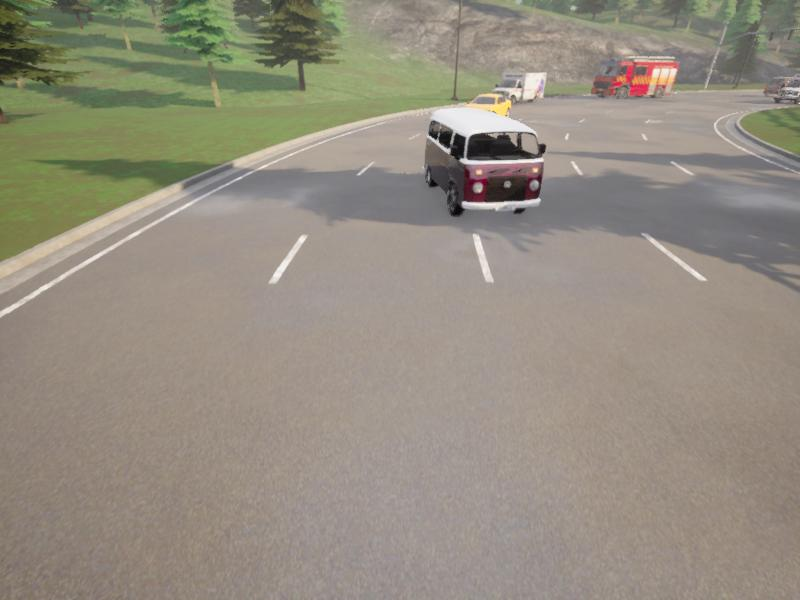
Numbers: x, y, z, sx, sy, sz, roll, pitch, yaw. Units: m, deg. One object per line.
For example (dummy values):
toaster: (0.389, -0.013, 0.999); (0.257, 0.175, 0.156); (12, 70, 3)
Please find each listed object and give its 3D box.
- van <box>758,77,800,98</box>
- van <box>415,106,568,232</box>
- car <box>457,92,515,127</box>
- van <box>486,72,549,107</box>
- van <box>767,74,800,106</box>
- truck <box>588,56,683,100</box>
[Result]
van: (42.939, -23.793, 44.717); (4.442, 1.987, 1.775); (-10, 32, -16)
van: (1.824, -3.498, 9.918); (2.069, 2.038, 4.480); (-5, 30, -8)
car: (5.330, -11.725, 24.429); (1.882, 1.535, 5.008); (16, 33, 25)
van: (10.621, -19.012, 35.976); (2.351, 2.431, 6.366); (25, 39, 35)
van: (37.756, -19.460, 36.881); (6.366, 2.431, 2.351); (-11, 32, -18)
truck: (24.598, -23.244, 41.877); (8.468, 3.827, 2.891); (-11, 32, -18)
